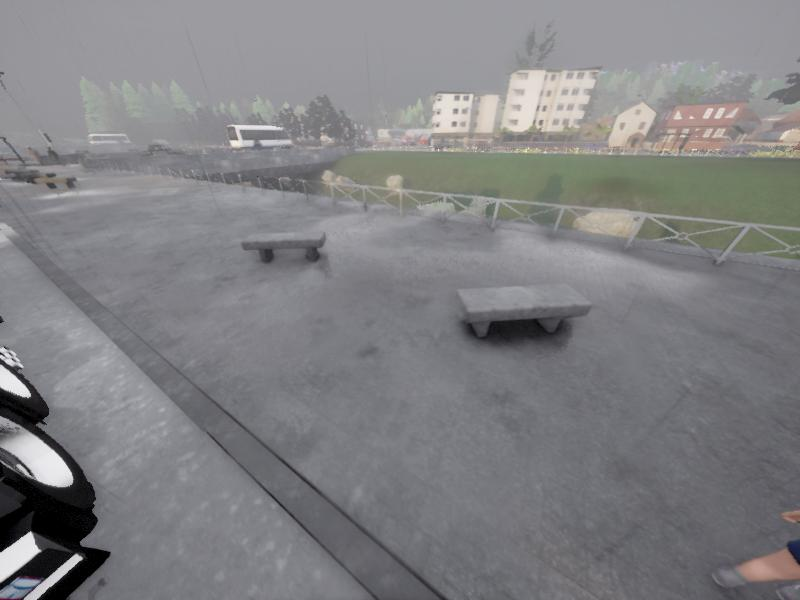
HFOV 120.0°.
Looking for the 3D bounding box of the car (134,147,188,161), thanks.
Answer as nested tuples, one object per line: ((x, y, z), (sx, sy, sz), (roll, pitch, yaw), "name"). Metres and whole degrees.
((-34.135, -21.045, 33.176), (2.128, 1.511, 4.902), (19, 39, 25), "car")

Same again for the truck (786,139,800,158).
((58.182, -20.206, 29.179), (8.468, 3.827, 2.891), (18, 39, 24), "truck")

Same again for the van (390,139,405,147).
((-0.783, -54.964, 80.795), (2.351, 2.431, 6.366), (18, 39, 24), "van")

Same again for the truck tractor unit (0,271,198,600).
((-5.123, -0.288, 0.763), (6.516, 4.208, 3.053), (18, 39, 24), "truck tractor unit")

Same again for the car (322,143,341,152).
((-15.685, -35.098, 53.163), (1.789, 1.549, 3.705), (18, 39, 24), "car")

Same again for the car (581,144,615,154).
((34.882, -26.797, 40.897), (4.193, 1.474, 1.816), (18, 39, 24), "car")

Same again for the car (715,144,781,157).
((50.315, -21.796, 33.584), (4.792, 1.488, 2.163), (18, 39, 24), "car")

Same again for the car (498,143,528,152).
((24.271, -32.806, 49.684), (5.357, 1.411, 2.033), (18, 39, 24), "car")

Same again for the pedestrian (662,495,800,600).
((1.990, 1.237, 1.017), (0.500, 1.100, 0.500), (-6, 35, -8), "pedestrian")

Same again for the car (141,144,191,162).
((-31.038, -19.659, 30.830), (1.905, 1.878, 3.866), (17, 39, 23), "car")

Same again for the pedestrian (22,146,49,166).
((-39.666, -15.686, 25.178), (0.751, 1.860, 0.751), (27, 43, 34), "pedestrian")

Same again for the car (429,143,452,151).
((9.853, -37.449, 56.383), (4.892, 1.490, 1.837), (19, 39, 25), "car")

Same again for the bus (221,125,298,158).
((-24.101, -27.986, 40.668), (3.944, 4.253, 10.273), (19, 40, 25), "bus")

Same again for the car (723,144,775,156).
((53.773, -23.268, 35.746), (3.806, 1.475, 1.970), (18, 39, 24), "car")

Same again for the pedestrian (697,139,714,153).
((52.775, -26.635, 39.955), (0.751, 1.860, 0.751), (7, 36, 11), "pedestrian")

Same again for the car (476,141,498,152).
((18.255, -32.324, 48.606), (3.866, 1.878, 1.905), (18, 39, 24), "car")
